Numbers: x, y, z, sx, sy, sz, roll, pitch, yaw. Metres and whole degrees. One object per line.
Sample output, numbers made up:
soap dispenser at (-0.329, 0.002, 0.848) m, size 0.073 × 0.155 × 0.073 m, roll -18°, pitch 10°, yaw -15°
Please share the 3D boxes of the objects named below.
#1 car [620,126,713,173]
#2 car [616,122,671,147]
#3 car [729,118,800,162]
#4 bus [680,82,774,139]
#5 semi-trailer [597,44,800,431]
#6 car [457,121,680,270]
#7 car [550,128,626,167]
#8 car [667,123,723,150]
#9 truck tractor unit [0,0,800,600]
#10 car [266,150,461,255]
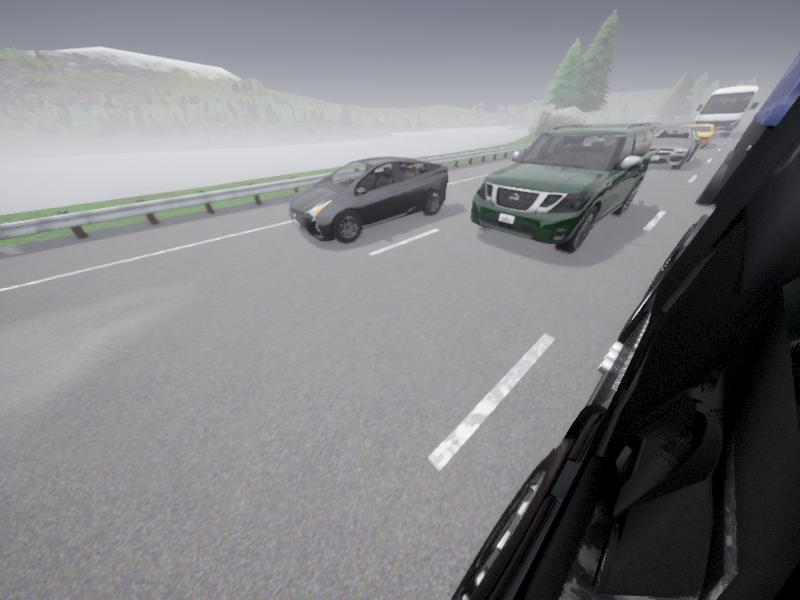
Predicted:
car at (14.299, -8.190, 12.355) m, size 5.027 × 1.651 × 2.152 m, roll -28°, pitch 44°, yaw -30°
car at (22.469, -15.317, 21.324) m, size 4.611 × 1.667 × 2.242 m, roll -28°, pitch 44°, yaw -30°
car at (21.299, -9.233, 13.225) m, size 4.553 × 1.767 × 2.097 m, roll -28°, pitch 44°, yaw -30°
bus at (36.520, -20.993, 25.968) m, size 10.273 × 4.253 × 3.944 m, roll -28°, pitch 44°, yaw -30°
semi-trailer at (8.699, -3.595, 4.240) m, size 14.254 × 4.402 × 2.717 m, roll -28°, pitch 44°, yaw -30°
car at (4.148, -2.961, 5.611) m, size 5.566 × 2.045 × 2.150 m, roll -28°, pitch 44°, yaw -30°
car at (11.743, -9.570, 14.350) m, size 5.366 × 1.575 × 1.801 m, roll -28°, pitch 44°, yaw -30°
car at (23.601, -13.109, 18.451) m, size 5.008 × 1.535 × 1.882 m, roll -28°, pitch 44°, yaw -30°
truck tractor unit at (2.645, -0.295, 0.352) m, size 6.516 × 4.208 × 3.053 m, roll -28°, pitch 44°, yaw -30°
car at (-0.682, -2.934, 6.258) m, size 4.514 × 1.525 × 2.007 m, roll -28°, pitch 44°, yaw -30°
